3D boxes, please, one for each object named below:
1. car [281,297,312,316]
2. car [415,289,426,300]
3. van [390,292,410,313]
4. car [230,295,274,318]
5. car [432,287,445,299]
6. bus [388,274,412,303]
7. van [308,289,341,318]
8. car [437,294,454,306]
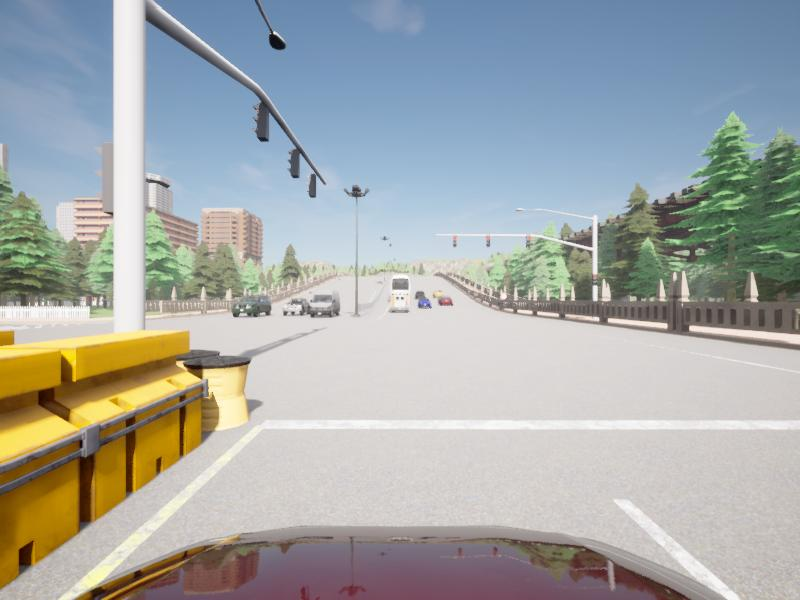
[{"bbox_3d":[-10.494,0.636,40.951,1.932,1.855,4.605,0,0,0],"label":"car"},{"bbox_3d":[3.611,-1.019,72.114,1.816,1.474,4.193,0,7,0],"label":"car"},{"bbox_3d":[0.014,0.189,51.611,2.351,2.431,6.366,0,2,0],"label":"van"},{"bbox_3d":[-13.998,0.558,38.165,2.150,2.045,5.566,0,0,0],"label":"car"},{"bbox_3d":[7.126,-1.344,74.434,1.801,1.575,5.366,0,7,0],"label":"car"},{"bbox_3d":[-0.020,-2.174,70.154,3.944,4.253,10.273,0,7,0],"label":"bus"},{"bbox_3d":[-7.000,0.309,37.755,1.988,2.561,5.915,0,0,0],"label":"van"},{"bbox_3d":[7.063,-0.057,63.046,2.163,1.488,4.792,0,5,0],"label":"car"}]
